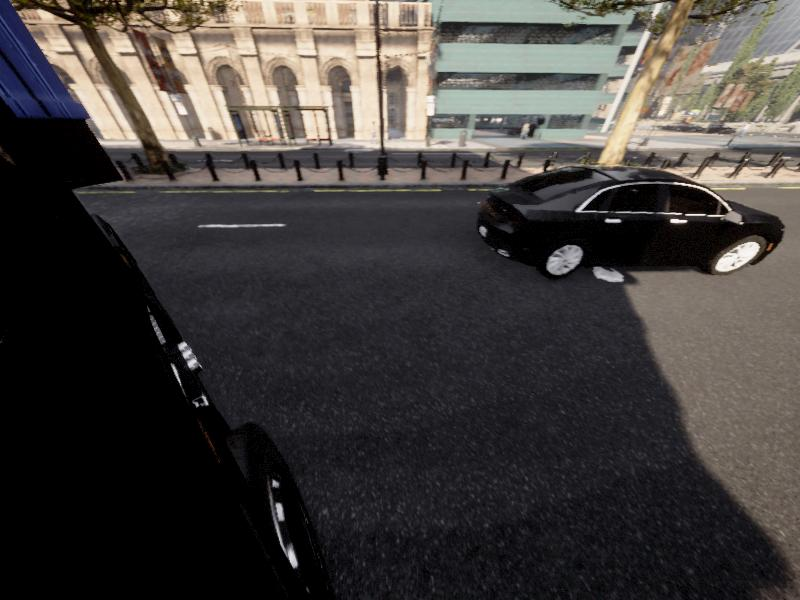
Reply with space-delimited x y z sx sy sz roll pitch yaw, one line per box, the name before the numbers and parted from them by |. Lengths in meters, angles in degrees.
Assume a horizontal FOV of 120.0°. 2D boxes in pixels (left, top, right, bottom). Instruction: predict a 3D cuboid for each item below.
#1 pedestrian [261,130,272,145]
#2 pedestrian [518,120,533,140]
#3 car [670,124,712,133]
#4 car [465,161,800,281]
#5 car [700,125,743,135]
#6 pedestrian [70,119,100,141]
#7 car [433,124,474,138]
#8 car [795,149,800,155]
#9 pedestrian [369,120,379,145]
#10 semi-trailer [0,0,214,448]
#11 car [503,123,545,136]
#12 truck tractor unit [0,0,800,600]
pedestrian | -12.337 -15.029 21.369 0.500 1.100 0.500 -1 38 -2
pedestrian | 14.637 -19.818 26.961 0.751 1.860 0.751 -5 38 -7
car | 60.999 -36.124 48.579 2.033 1.411 5.357 -3 38 -4
car | 3.965 -1.516 4.170 4.892 1.490 1.837 -1 38 -2
car | 57.899 -30.745 41.725 1.994 1.385 4.181 -1 38 -2
pedestrian | -33.246 -17.967 24.419 0.751 1.860 0.751 -1 38 -2
car | 7.134 -22.845 31.233 4.786 1.482 2.161 -1 38 -2
car | 33.623 -11.365 16.920 5.357 1.411 2.033 -1 38 -2
pedestrian | -2.406 -15.549 21.454 0.751 1.860 0.751 -1 38 -1
semi-trailer | -10.050 -1.807 2.083 14.254 4.402 2.717 6 38 8
car | 18.559 -25.669 34.812 4.902 1.511 2.128 -1 38 -2
truck tractor unit | -2.645 -0.295 0.351 6.516 4.208 3.053 28 43 30
